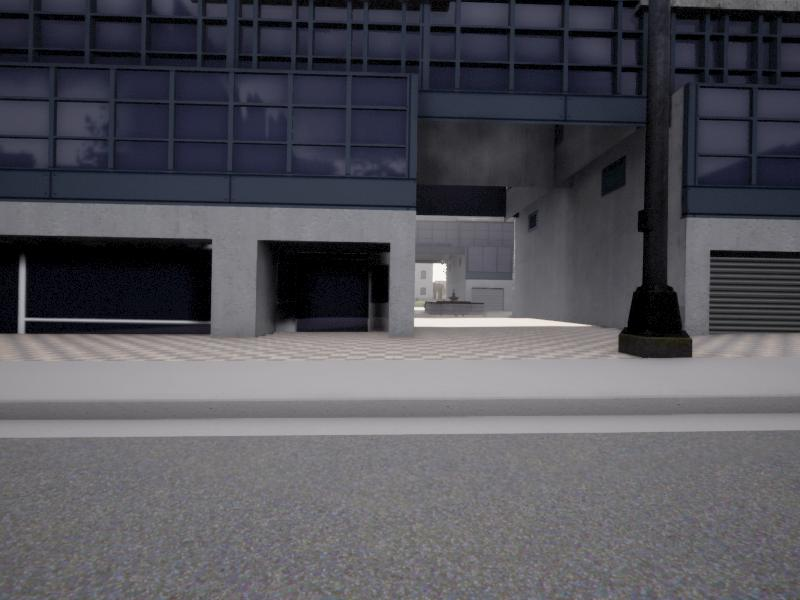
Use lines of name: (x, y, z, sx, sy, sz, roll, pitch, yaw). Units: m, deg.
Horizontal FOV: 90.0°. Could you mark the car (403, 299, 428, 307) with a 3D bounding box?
car: (2.962, 0.554, 74.568, 4.514, 1.525, 2.007, 1, 0, 4)
